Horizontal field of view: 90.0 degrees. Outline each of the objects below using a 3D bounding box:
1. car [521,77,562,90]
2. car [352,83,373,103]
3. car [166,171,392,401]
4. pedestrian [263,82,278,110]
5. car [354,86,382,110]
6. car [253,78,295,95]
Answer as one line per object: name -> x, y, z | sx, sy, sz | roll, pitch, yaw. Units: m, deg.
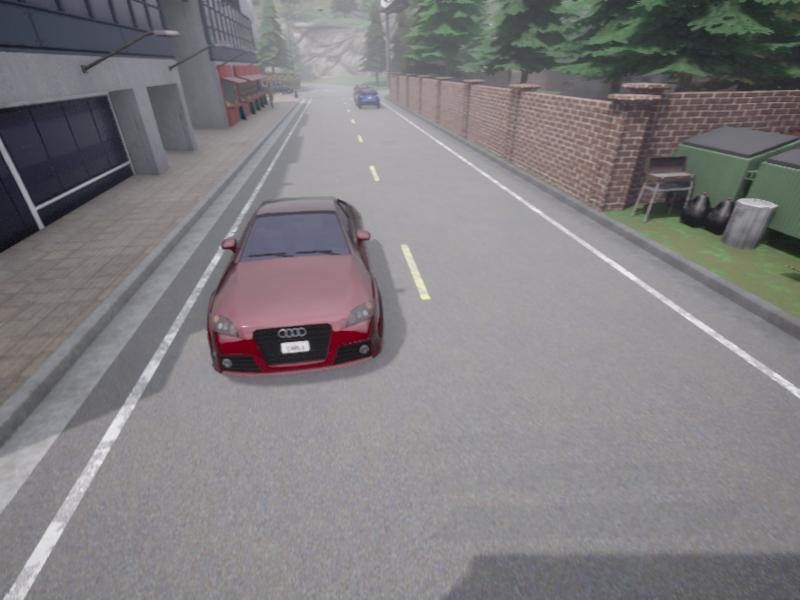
car -> 18.734, -28.682, 53.004 | 4.674, 1.442, 1.812 | -5, 31, -8
car -> -3.711, -20.441, 39.469 | 1.789, 1.549, 3.705 | -5, 31, -7
car -> -1.405, -0.657, 5.797 | 1.994, 1.385, 4.181 | -5, 31, -7
pedestrian -> -10.036, -15.851, 31.056 | 0.751, 1.860, 0.751 | -6, 31, -9
car -> -2.760, -17.231, 33.994 | 2.007, 1.525, 4.514 | -5, 31, -7
car -> -15.233, -25.871, 48.515 | 4.611, 1.667, 2.242 | -7, 31, -14
